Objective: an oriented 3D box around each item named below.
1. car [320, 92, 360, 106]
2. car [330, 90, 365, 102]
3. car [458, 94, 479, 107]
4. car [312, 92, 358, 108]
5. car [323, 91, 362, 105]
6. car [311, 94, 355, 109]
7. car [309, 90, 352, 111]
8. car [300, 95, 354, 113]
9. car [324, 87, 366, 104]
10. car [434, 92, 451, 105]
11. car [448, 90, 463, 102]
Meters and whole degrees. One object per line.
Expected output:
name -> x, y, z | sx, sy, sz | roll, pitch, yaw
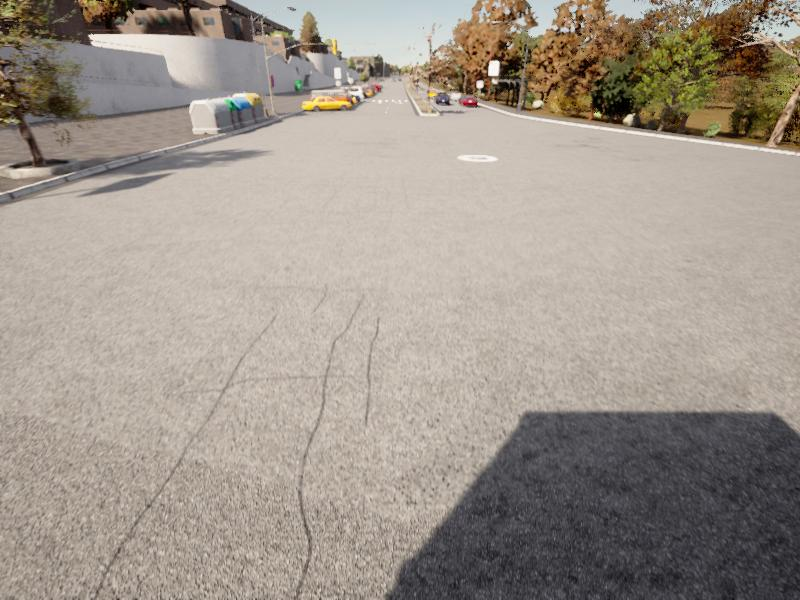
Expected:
car -> -8.039, -26.979, 53.622 | 4.892, 1.521, 2.231 | -11, 31, -17
car -> -8.053, -31.307, 61.458 | 4.892, 1.521, 2.231 | -11, 30, -17
car -> 8.852, -25.991, 52.042 | 1.994, 1.385, 4.181 | 0, 29, 0
car -> -8.221, -25.505, 50.955 | 5.366, 1.575, 1.946 | -11, 31, -17
car -> -8.051, -28.426, 56.233 | 5.008, 1.535, 2.097 | -11, 30, -17
car -> -8.074, -24.057, 48.407 | 4.792, 1.488, 2.163 | -11, 31, -17
car -> -7.942, -22.862, 45.723 | 4.442, 1.987, 1.878 | -11, 30, -17
car -> -7.877, -21.233, 43.244 | 5.366, 1.575, 1.946 | -11, 30, -17
car -> -8.073, -30.079, 58.707 | 5.566, 2.045, 2.435 | -11, 31, -17
car -> 5.852, -28.051, 55.644 | 1.816, 1.474, 4.193 | 0, 29, 0
car -> 8.849, -32.702, 64.034 | 1.845, 1.501, 3.633 | 0, 29, 0
